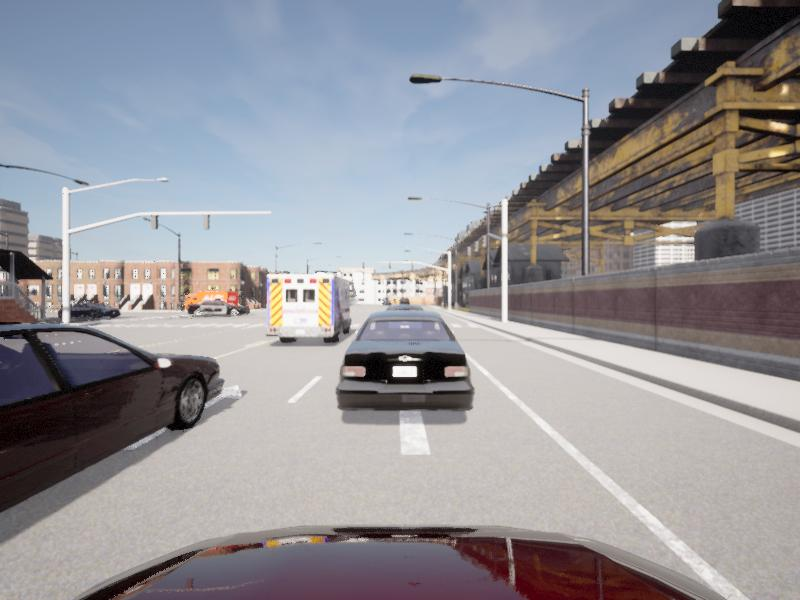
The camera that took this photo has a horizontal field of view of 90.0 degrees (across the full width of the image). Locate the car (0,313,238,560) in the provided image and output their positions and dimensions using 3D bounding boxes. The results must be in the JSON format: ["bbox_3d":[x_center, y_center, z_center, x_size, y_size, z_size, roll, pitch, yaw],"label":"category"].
[{"bbox_3d":[-3.461,0.890,3.271,2.033,1.411,5.357,0,0,1],"label":"car"}]

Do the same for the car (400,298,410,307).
[{"bbox_3d":[1.064,0.477,89.683,2.150,2.045,5.566,0,0,0],"label":"car"}]

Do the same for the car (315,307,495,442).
[{"bbox_3d":[0.088,0.887,7.195,2.033,1.411,5.357,0,0,1],"label":"car"}]

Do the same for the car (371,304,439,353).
[{"bbox_3d":[0.178,0.880,14.747,2.033,1.411,5.357,0,0,1],"label":"car"}]

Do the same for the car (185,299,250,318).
[{"bbox_3d":[-16.778,0.734,37.016,5.238,1.638,1.930,0,0,-13],"label":"car"}]

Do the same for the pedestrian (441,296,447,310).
[{"bbox_3d":[6.370,0.427,57.380,0.751,1.860,0.751,0,0,18],"label":"pedestrian"}]

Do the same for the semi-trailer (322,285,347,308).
[{"bbox_3d":[-13.080,-0.699,81.828,2.717,4.402,14.254,0,0,0],"label":"semi-trailer"}]

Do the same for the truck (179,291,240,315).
[{"bbox_3d":[-20.200,0.314,42.544,5.204,2.467,2.627,0,-1,8],"label":"truck"}]

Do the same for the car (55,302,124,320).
[{"bbox_3d":[-25.078,0.876,32.398,4.181,1.385,1.994,0,0,3],"label":"car"}]

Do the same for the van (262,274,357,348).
[{"bbox_3d":[-3.303,0.361,16.289,2.351,2.431,6.366,0,0,1],"label":"van"}]

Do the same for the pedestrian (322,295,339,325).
[{"bbox_3d":[-4.433,0.611,25.602,0.751,1.860,0.751,0,0,25],"label":"pedestrian"}]
